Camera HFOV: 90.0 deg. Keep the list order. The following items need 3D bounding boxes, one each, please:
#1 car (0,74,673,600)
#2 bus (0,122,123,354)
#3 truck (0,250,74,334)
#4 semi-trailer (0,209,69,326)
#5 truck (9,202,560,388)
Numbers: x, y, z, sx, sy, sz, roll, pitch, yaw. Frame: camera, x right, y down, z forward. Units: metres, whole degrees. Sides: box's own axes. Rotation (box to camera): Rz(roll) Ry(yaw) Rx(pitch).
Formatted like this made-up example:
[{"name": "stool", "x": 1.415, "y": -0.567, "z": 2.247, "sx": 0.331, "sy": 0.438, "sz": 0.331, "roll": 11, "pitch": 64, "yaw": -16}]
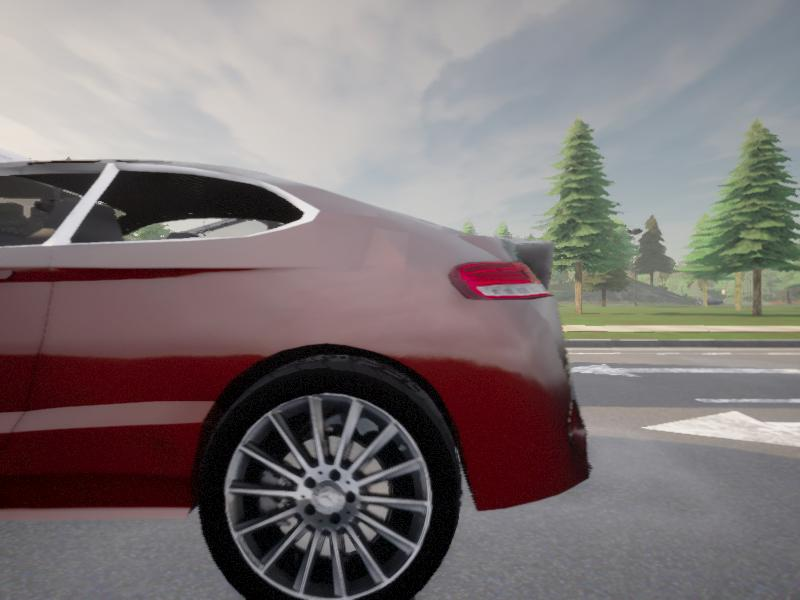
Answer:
[{"name": "car", "x": -1.723, "y": 0.180, "z": 2.243, "sx": 5.027, "sy": 1.651, "sz": 2.152, "roll": 0, "pitch": 0, "yaw": 1}, {"name": "bus", "x": -9.279, "y": -1.137, "z": 5.501, "sx": 3.944, "sy": 4.253, "sz": 10.273, "roll": 0, "pitch": 0, "yaw": -1}, {"name": "truck", "x": -13.063, "y": -0.250, "z": 11.762, "sx": 2.627, "sy": 2.467, "sz": 5.204, "roll": 0, "pitch": 0, "yaw": 1}, {"name": "semi-trailer", "x": -17.803, "y": -1.242, "z": 11.006, "sx": 2.717, "sy": 4.402, "sz": 14.254, "roll": 1, "pitch": 0, "yaw": 17}, {"name": "truck", "x": -1.322, "y": -0.058, "z": 5.740, "sx": 6.274, "sy": 2.098, "sz": 2.390, "roll": 0, "pitch": 0, "yaw": 1}]
